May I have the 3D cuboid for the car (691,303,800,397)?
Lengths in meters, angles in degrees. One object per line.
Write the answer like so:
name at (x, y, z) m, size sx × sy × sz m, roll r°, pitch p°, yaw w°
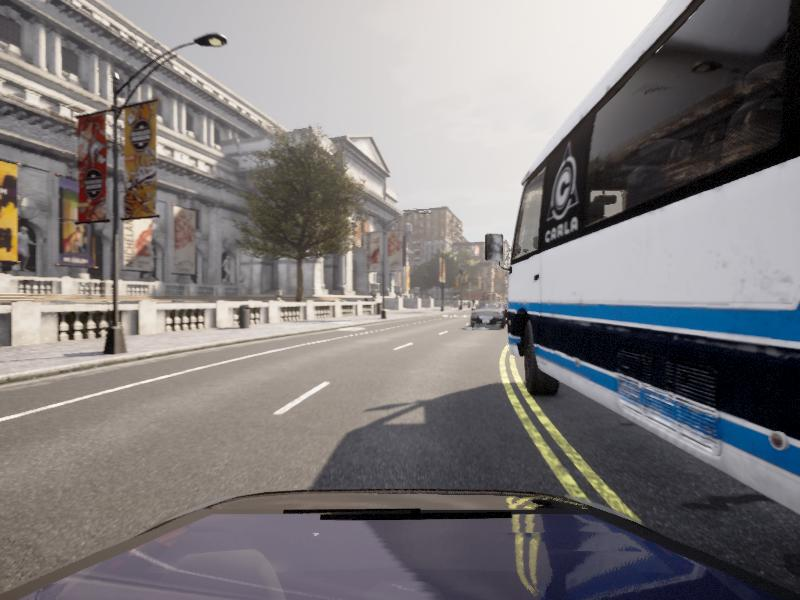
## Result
car at (7.745, 0.831, 7.240) m, size 2.038 × 1.542 × 4.974 m, roll 0°, pitch 0°, yaw 10°

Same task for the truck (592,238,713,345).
truck at (11.222, -0.312, 18.848) m, size 2.891 × 3.827 × 8.468 m, roll 0°, pitch 0°, yaw 19°

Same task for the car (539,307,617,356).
car at (5.918, 0.947, 13.862) m, size 1.895 × 1.301 × 4.718 m, roll 0°, pitch 0°, yaw 17°

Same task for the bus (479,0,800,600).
bus at (3.416, -0.531, 3.194) m, size 3.944 × 4.253 × 10.273 m, roll 0°, pitch 0°, yaw 2°

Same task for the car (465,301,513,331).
car at (5.251, 0.837, 22.997) m, size 2.128 × 1.511 × 4.902 m, roll 0°, pitch 0°, yaw 19°
